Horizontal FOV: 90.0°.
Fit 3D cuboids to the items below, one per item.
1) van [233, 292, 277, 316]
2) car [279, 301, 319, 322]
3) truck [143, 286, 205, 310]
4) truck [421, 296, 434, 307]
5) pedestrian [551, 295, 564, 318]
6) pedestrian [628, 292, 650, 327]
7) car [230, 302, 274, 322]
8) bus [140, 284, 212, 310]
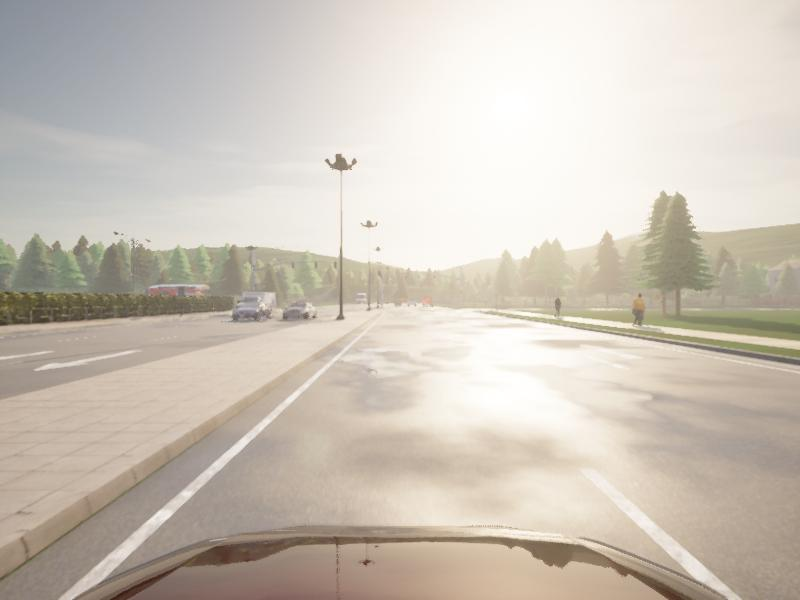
[{"bbox_3d":[-15.111,0.397,42.193,2.351,2.431,6.366,0,0,0],"label":"van"},{"bbox_3d":[-8.046,0.844,32.343,2.038,1.542,4.974,0,0,0],"label":"car"},{"bbox_3d":[-37.114,-0.294,65.862,8.468,3.827,2.891,0,0,1],"label":"truck"},{"bbox_3d":[6.540,0.400,96.186,2.627,2.467,5.204,0,0,0],"label":"truck"},{"bbox_3d":[12.770,0.500,32.351,0.751,1.860,0.751,0,0,0],"label":"pedestrian"},{"bbox_3d":[12.677,0.495,21.224,0.751,1.860,0.751,0,0,1],"label":"pedestrian"},{"bbox_3d":[-11.542,0.885,31.560,1.812,1.442,4.674,0,0,0],"label":"car"},{"bbox_3d":[-38.523,-0.506,69.250,10.273,4.253,3.944,0,0,1],"label":"bus"}]
